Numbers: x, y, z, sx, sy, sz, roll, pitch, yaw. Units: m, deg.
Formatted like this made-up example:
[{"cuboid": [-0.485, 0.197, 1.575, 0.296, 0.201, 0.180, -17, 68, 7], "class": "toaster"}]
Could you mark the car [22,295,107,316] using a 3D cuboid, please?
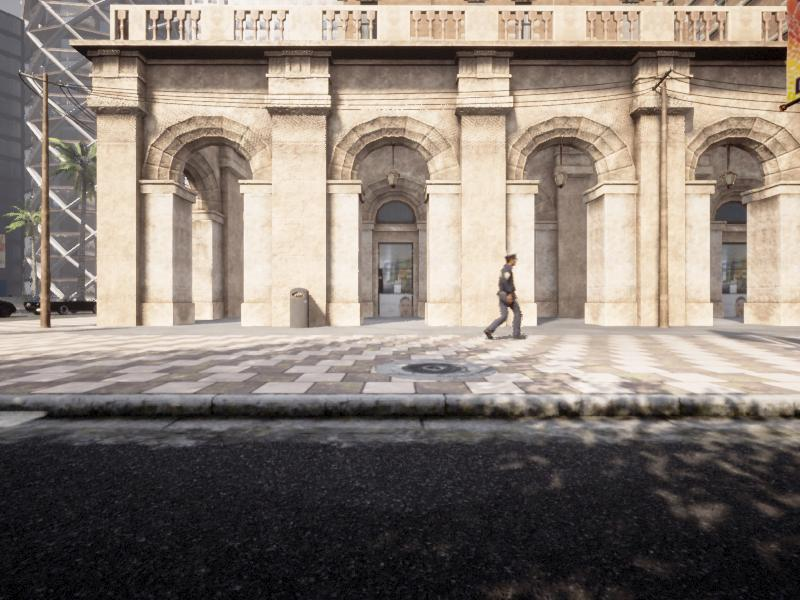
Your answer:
[{"cuboid": [-23.035, 0.340, 27.750, 1.895, 1.301, 4.718, 0, 0, 0], "class": "car"}]

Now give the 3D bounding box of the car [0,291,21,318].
[{"cuboid": [-23.029, 0.251, 21.246, 1.816, 1.474, 4.193, 0, 0, 0], "class": "car"}]

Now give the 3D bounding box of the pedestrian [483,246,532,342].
[{"cuboid": [2.192, -0.115, 8.212, 0.751, 1.860, 0.751, 0, 0, -7], "class": "pedestrian"}]
